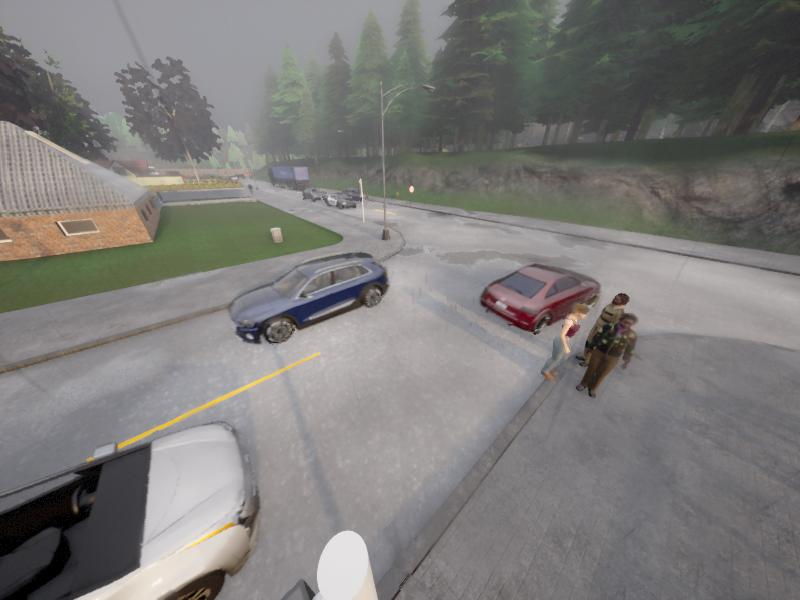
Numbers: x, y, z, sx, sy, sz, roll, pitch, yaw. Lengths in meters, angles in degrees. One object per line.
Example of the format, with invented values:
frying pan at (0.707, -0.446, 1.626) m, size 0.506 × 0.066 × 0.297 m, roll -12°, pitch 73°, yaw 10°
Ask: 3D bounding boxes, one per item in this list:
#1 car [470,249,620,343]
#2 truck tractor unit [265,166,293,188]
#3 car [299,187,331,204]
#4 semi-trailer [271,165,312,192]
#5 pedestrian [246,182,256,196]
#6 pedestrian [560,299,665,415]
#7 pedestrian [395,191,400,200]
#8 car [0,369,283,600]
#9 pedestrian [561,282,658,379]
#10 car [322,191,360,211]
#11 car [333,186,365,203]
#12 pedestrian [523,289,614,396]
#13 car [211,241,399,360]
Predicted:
car at (4.660, -0.383, 7.507) m, size 4.181 × 1.385 × 1.994 m, roll -16°, pitch 34°, yaw -25°
truck tractor unit at (-27.620, -28.091, 52.649) m, size 3.053 × 4.208 × 6.516 m, roll -23°, pitch 37°, yaw -34°
car at (-11.585, -14.285, 31.332) m, size 2.152 × 1.651 × 5.027 m, roll -23°, pitch 37°, yaw -34°
semi-trailer at (-22.540, -25.143, 47.339) m, size 2.717 × 4.402 × 14.254 m, roll -23°, pitch 37°, yaw -34°
pedestrian at (-23.051, -17.129, 35.764) m, size 0.751 × 1.860 × 0.751 m, roll -23°, pitch 37°, yaw -34°
pedestrian at (3.798, 1.044, 4.252) m, size 0.751 × 1.860 × 0.751 m, roll -25°, pitch 39°, yaw -37°
pedestrian at (-0.292, -14.539, 32.037) m, size 0.500 × 1.100 × 0.500 m, roll 23°, pitch 37°, yaw 34°
car at (-3.814, 2.785, 1.863) m, size 4.514 × 1.525 × 2.007 m, roll -23°, pitch 37°, yaw -34°
pedestrian at (4.288, 0.653, 4.929) m, size 0.751 × 1.860 × 0.751 m, roll 9°, pitch 31°, yaw 16°
car at (-6.774, -11.375, 26.382) m, size 2.038 × 1.542 × 4.974 m, roll -23°, pitch 37°, yaw -34°
car at (-7.092, -14.738, 32.068) m, size 2.242 × 1.667 × 4.611 m, roll -23°, pitch 37°, yaw -34°
pedestrian at (3.253, 0.849, 4.608) m, size 0.751 × 1.860 × 0.751 m, roll -21°, pitch 36°, yaw -32°
car at (-2.556, -0.388, 7.256) m, size 4.856 × 1.649 × 2.033 m, roll -22°, pitch 36°, yaw -33°
